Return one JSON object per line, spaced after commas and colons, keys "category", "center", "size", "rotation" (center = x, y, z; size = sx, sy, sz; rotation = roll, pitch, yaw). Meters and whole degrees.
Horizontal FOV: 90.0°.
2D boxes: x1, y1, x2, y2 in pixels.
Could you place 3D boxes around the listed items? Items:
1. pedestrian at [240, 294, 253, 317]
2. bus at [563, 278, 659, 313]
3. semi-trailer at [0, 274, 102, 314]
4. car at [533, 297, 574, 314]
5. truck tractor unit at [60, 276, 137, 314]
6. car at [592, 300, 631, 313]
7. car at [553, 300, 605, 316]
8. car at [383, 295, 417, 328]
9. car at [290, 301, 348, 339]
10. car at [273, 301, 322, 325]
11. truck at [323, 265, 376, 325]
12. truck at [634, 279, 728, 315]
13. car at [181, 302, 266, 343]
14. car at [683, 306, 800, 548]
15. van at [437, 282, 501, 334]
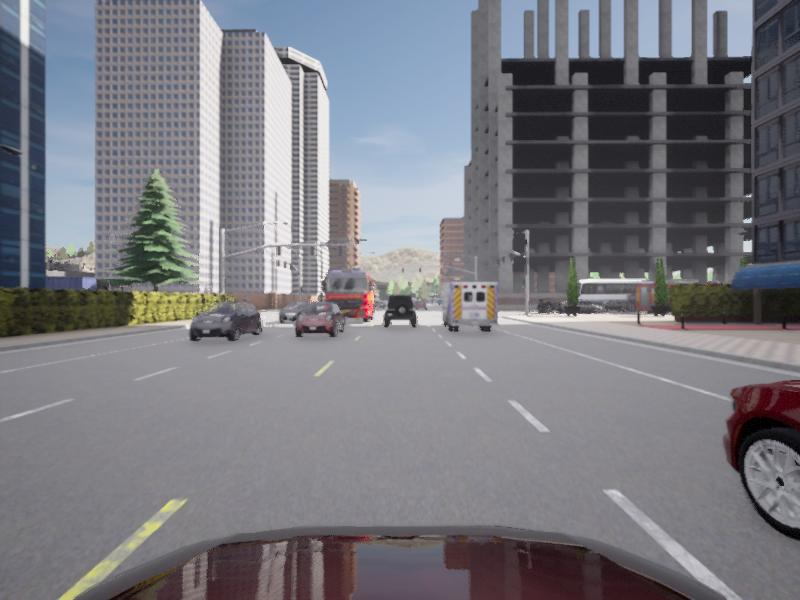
{"category": "pedestrian", "center": [-12.861, 0.468, 33.463], "size": [0.751, 1.860, 0.751], "rotation": [0, 0, 7]}
{"category": "bus", "center": [27.018, -0.561, 51.705], "size": [10.273, 4.253, 3.944], "rotation": [0, 0, 0]}
{"category": "semi-trailer", "center": [-42.335, -0.640, 45.876], "size": [14.254, 4.402, 2.717], "rotation": [0, 0, 0]}
{"category": "car", "center": [17.227, 0.625, 44.890], "size": [3.866, 1.878, 1.905], "rotation": [0, 0, 0]}
{"category": "truck tractor unit", "center": [-34.422, -0.540, 45.826], "size": [6.516, 4.208, 3.053], "rotation": [0, 0, 0]}
{"category": "car", "center": [25.516, 0.793, 48.337], "size": [3.705, 1.549, 1.789], "rotation": [0, 0, 0]}
{"category": "car", "center": [18.484, 0.808, 41.385], "size": [4.514, 1.525, 2.007], "rotation": [0, 0, 0]}
{"category": "car", "center": [0.012, 0.634, 24.533], "size": [1.905, 1.878, 3.866], "rotation": [0, 0, 0]}
{"category": "car", "center": [-3.496, 0.819, 17.853], "size": [1.845, 1.501, 3.633], "rotation": [0, 0, 0]}
{"category": "car", "center": [-6.989, 0.820, 27.879], "size": [2.128, 1.511, 4.902], "rotation": [0, 0, 0]}
{"category": "truck", "center": [-3.500, -0.338, 29.956], "size": [2.891, 3.827, 8.468], "rotation": [0, 0, 0]}
{"category": "truck", "center": [31.336, -0.344, 44.791], "size": [8.468, 3.827, 2.891], "rotation": [0, 0, 0]}
{"category": "car", "center": [-6.990, 0.819, 16.254], "size": [1.845, 1.501, 3.633], "rotation": [0, 0, 0]}
{"category": "car", "center": [3.503, 0.822, 1.110], "size": [1.882, 1.535, 5.008], "rotation": [0, 0, 0]}
{"category": "van", "center": [3.508, 0.367, 21.751], "size": [2.351, 2.431, 6.366], "rotation": [0, 0, 0]}
